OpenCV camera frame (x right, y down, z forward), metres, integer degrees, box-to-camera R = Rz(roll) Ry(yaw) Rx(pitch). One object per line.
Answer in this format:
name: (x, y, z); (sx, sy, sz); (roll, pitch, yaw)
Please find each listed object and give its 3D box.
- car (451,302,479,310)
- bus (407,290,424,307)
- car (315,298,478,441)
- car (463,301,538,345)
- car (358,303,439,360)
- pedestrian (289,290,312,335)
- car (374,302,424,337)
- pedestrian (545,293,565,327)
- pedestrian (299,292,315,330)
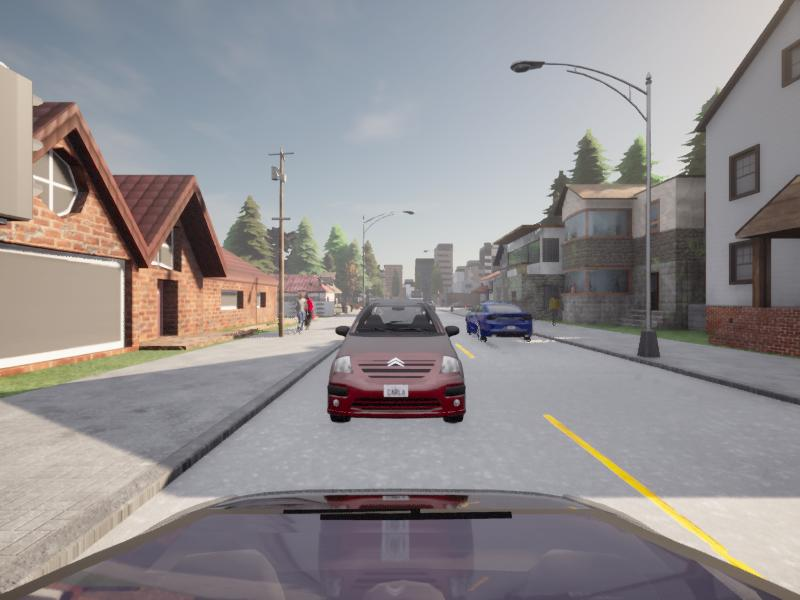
car: (12.273, 1.142, 76.222); (5.027, 1.651, 2.152); (0, 0, 0)
bus: (3.886, -0.319, 103.116); (3.944, 4.253, 10.273); (0, 0, 0)
car: (-0.037, 0.788, 6.528); (1.851, 1.617, 3.988); (0, 0, 0)
car: (3.968, 0.823, 16.715); (1.882, 1.535, 5.008); (0, 0, 0)
car: (-0.034, 0.851, 13.091); (2.163, 1.488, 4.792); (0, 0, 0)
pedestrian: (-4.259, 0.533, 17.130); (0.751, 1.860, 0.751); (0, 0, -32)
car: (-0.032, 0.851, 19.557); (2.163, 1.488, 4.792); (0, 0, 0)
pedestrian: (8.622, 0.533, 22.313); (0.751, 1.860, 0.751); (0, 0, -9)
pedestrian: (-4.622, 0.533, 19.917); (0.751, 1.860, 0.751); (0, 0, -11)
